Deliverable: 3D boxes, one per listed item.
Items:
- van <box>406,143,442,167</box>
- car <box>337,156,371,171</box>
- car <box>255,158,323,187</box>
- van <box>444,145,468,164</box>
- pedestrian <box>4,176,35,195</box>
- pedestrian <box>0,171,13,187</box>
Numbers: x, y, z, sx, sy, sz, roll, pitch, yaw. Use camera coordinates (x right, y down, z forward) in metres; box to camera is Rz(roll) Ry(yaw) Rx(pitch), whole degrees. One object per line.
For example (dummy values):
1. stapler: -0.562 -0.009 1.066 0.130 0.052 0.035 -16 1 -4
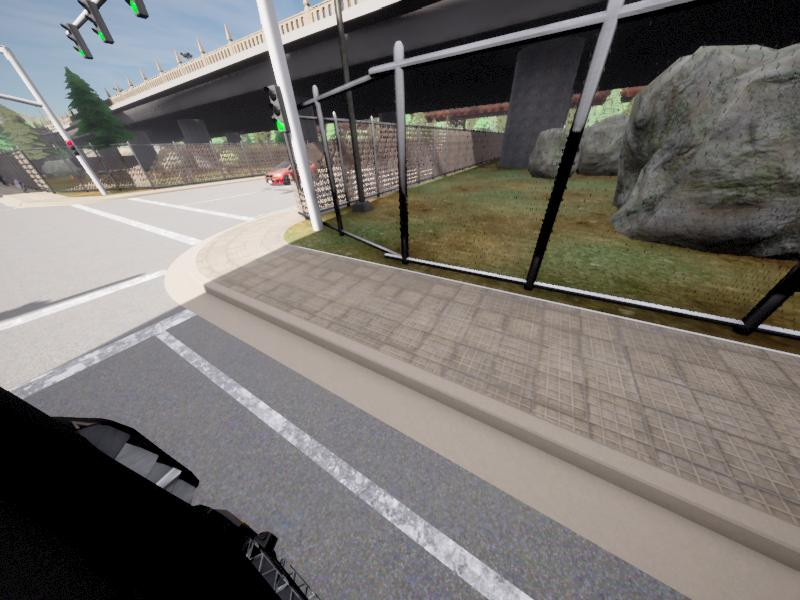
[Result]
1. van: 3.475 -20.012 31.708 2.351 2.431 6.366 16 38 26
2. car: -5.893 -17.984 30.332 1.994 1.385 4.181 16 38 26
3. car: -9.229 -10.958 19.738 2.242 1.667 4.611 16 38 26
4. van: 7.819 -20.269 32.159 1.775 1.987 4.442 16 38 26
5. pedestrian: -31.482 -9.494 19.155 0.751 1.300 0.751 22 41 32
6. pedestrian: -48.328 -14.775 27.892 0.751 1.860 0.751 15 37 25
